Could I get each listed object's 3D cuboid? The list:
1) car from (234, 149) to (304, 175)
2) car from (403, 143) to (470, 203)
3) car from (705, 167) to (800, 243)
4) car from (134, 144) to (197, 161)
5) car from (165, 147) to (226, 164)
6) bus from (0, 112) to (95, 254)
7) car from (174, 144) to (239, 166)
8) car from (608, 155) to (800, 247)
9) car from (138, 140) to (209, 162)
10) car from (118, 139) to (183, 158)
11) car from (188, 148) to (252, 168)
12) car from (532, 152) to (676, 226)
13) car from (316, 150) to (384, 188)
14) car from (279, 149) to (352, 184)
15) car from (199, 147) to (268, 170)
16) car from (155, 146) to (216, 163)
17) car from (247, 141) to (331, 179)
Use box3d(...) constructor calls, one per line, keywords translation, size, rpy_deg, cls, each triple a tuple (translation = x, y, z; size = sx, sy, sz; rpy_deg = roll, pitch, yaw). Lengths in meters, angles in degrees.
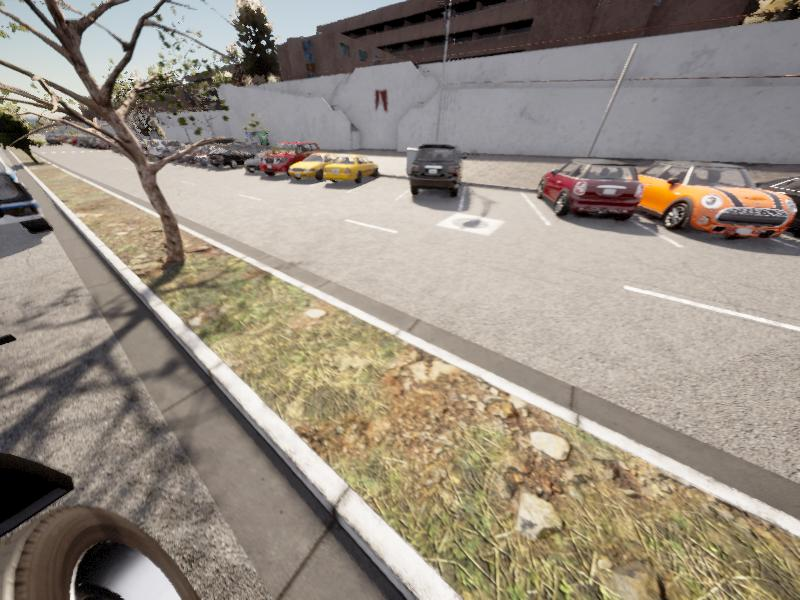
box3d(translation=(-10.257, -11.252, 18.680), size=(2.163, 1.488, 4.792), rpy_deg=(9, 35, 12), cls="car")
box3d(translation=(2.035, -6.570, 11.522), size=(2.435, 2.045, 5.566), rpy_deg=(9, 35, 12), cls="car")
box3d(translation=(11.869, -2.353, 6.032), size=(2.231, 1.521, 4.892), rpy_deg=(9, 35, 12), cls="car")
box3d(translation=(-29.969, -19.135, 29.808), size=(1.946, 1.575, 5.366), rpy_deg=(10, 36, 12), cls="car")
box3d(translation=(-22.539, -16.195, 25.770), size=(2.002, 1.452, 4.674), rpy_deg=(9, 35, 12), cls="car")
box3d(translation=(-13.876, -4.299, 6.305), size=(10.273, 4.253, 3.944), rpy_deg=(22, 40, 28), cls="bus")
box3d(translation=(-20.074, -15.359, 24.290), size=(2.185, 1.767, 4.553), rpy_deg=(9, 35, 12), cls="car")
box3d(translation=(9.419, -3.474, 7.382), size=(2.185, 1.767, 4.553), rpy_deg=(9, 35, 12), cls="car")
box3d(translation=(-27.455, -18.450, 28.436), size=(2.435, 2.045, 5.566), rpy_deg=(9, 35, 12), cls="car")
box3d(translation=(-34.839, -21.441, 32.582), size=(2.435, 2.045, 5.566), rpy_deg=(10, 36, 12), cls="car")
box3d(translation=(-17.625, -14.217, 22.951), size=(2.002, 1.452, 4.674), rpy_deg=(9, 35, 12), cls="car")
box3d(translation=(6.938, -4.440, 8.735), size=(2.185, 1.767, 4.553), rpy_deg=(9, 35, 12), cls="car")
box3d(translation=(-2.837, -8.434, 14.603), size=(1.946, 1.575, 5.366), rpy_deg=(9, 35, 12), cls="car")
box3d(translation=(-5.383, -9.220, 15.713), size=(1.946, 1.575, 5.366), rpy_deg=(9, 35, 12), cls="car")
box3d(translation=(-15.173, -13.259, 21.510), size=(2.097, 1.535, 5.008), rpy_deg=(9, 35, 12), cls="car")
box3d(translation=(-25.002, -17.221, 27.193), size=(2.163, 1.488, 4.792), rpy_deg=(9, 35, 12), cls="car")
box3d(translation=(-7.795, -10.498, 17.110), size=(2.435, 2.045, 5.566), rpy_deg=(9, 35, 12), cls="car")
